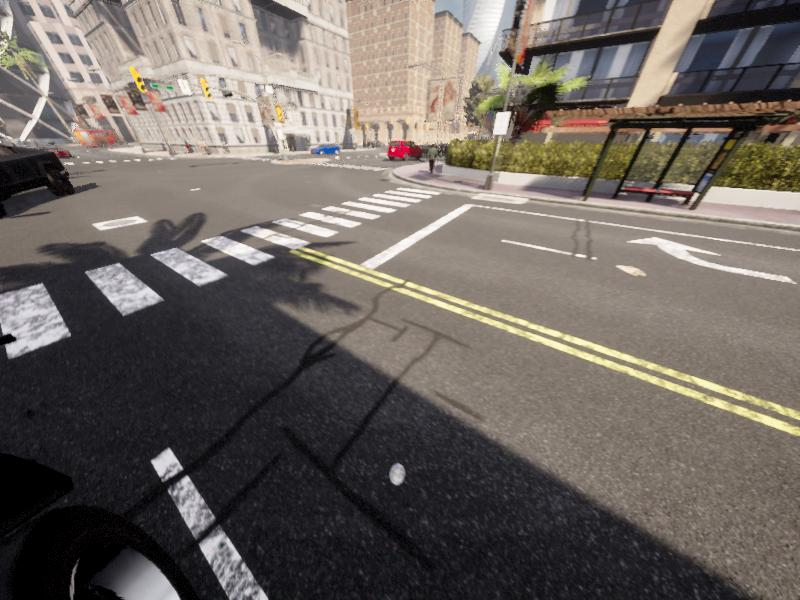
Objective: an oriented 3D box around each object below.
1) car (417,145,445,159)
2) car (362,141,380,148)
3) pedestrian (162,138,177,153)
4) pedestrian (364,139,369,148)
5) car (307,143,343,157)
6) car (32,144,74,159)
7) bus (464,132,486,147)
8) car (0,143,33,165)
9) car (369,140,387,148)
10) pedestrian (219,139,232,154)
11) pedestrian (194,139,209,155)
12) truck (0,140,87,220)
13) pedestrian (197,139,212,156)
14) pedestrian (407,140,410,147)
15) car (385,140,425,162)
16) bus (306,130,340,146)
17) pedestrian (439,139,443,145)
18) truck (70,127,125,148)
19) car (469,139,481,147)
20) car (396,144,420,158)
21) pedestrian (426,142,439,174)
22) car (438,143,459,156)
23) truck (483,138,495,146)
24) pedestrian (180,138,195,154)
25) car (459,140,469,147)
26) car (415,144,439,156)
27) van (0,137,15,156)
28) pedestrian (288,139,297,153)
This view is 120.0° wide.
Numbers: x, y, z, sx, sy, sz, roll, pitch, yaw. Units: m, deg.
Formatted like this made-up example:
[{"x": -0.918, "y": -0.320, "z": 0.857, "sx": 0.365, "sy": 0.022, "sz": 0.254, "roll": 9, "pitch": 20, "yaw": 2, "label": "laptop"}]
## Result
[{"x": 4.470, "y": -21.271, "z": 33.033, "sx": 1.837, "sy": 1.490, "sz": 4.892, "roll": 20, "pitch": 40, "yaw": 26, "label": "car"}, {"x": -7.878, "y": -42.365, "z": 62.966, "sx": 4.514, "sy": 1.525, "sz": 2.007, "roll": 20, "pitch": 40, "yaw": 26, "label": "car"}, {"x": -36.078, "y": -24.233, "z": 36.194, "sx": 0.751, "sy": 1.860, "sz": 0.751, "roll": 20, "pitch": 40, "yaw": 26, "label": "pedestrian"}, {"x": -8.384, "y": -38.934, "z": 57.468, "sx": 0.751, "sy": 1.860, "sz": 0.751, "roll": 10, "pitch": 36, "yaw": 13, "label": "pedestrian"}, {"x": -11.397, "y": -23.114, "z": 35.453, "sx": 1.882, "sy": 1.535, "sz": 5.008, "roll": 20, "pitch": 40, "yaw": 26, "label": "car"}, {"x": -42.190, "y": -18.080, "z": 28.084, "sx": 4.181, "sy": 1.385, "sz": 1.994, "roll": 20, "pitch": 40, "yaw": 26, "label": "car"}, {"x": 27.355, "y": -58.629, "z": 84.173, "sx": 3.944, "sy": 4.253, "sz": 10.273, "roll": 20, "pitch": 40, "yaw": 26, "label": "bus"}, {"x": -38.012, "y": -14.144, "z": 22.329, "sx": 5.366, "sy": 1.575, "sz": 1.801, "roll": 21, "pitch": 40, "yaw": 26, "label": "car"}, {"x": -6.274, "y": -44.261, "z": 65.562, "sx": 4.611, "sy": 1.667, "sz": 2.242, "roll": 19, "pitch": 39, "yaw": 24, "label": "car"}, {"x": -25.255, "y": -22.192, "z": 33.399, "sx": 0.751, "sy": 1.860, "sz": 0.751, "roll": -28, "pitch": 44, "yaw": -34, "label": "pedestrian"}, {"x": -27.631, "y": -21.320, "z": 32.128, "sx": 0.751, "sy": 1.860, "sz": 0.751, "roll": 23, "pitch": 41, "yaw": 29, "label": "pedestrian"}, {"x": -15.277, "y": -4.444, "z": 8.284, "sx": 2.390, "sy": 2.098, "sz": 6.274, "roll": -18, "pitch": 39, "yaw": -23, "label": "truck"}, {"x": -26.046, "y": -20.398, "z": 30.831, "sx": 0.751, "sy": 1.860, "sz": 0.751, "roll": 28, "pitch": 43, "yaw": 33, "label": "pedestrian"}, {"x": 2.481, "y": -45.930, "z": 67.834, "sx": 0.751, "sy": 1.860, "sz": 0.751, "roll": 25, "pitch": 42, "yaw": 30, "label": "pedestrian"}, {"x": 0.688, "y": -18.109, "z": 27.998, "sx": 2.150, "sy": 2.045, "sz": 5.566, "roll": 20, "pitch": 40, "yaw": 26, "label": "car"}, {"x": -24.897, "y": -52.268, "z": 74.539, "sx": 10.273, "sy": 4.253, "sz": 3.944, "roll": 21, "pitch": 40, "yaw": 26, "label": "bus"}, {"x": 14.794, "y": -56.888, "z": 83.335, "sx": 0.751, "sy": 1.860, "sz": 0.751, "roll": 20, "pitch": 39, "yaw": 25, "label": "pedestrian"}, {"x": -72.432, "y": -39.174, "z": 55.713, "sx": 2.891, "sy": 3.827, "sz": 8.468, "roll": -8, "pitch": 36, "yaw": -12, "label": "truck"}, {"x": 24.906, "y": -51.947, "z": 76.547, "sx": 2.150, "sy": 2.045, "sz": 5.566, "roll": 20, "pitch": 40, "yaw": 26, "label": "car"}, {"x": 1.183, "y": -22.091, "z": 34.115, "sx": 1.789, "sy": 1.549, "sz": 3.705, "roll": 20, "pitch": 40, "yaw": 26, "label": "car"}, {"x": 2.285, "y": -9.975, "z": 16.266, "sx": 0.751, "sy": 1.860, "sz": 0.751, "roll": 6, "pitch": 35, "yaw": 7, "label": "pedestrian"}, {"x": 7.887, "y": -24.359, "z": 37.377, "sx": 1.851, "sy": 1.617, "sz": 3.988, "roll": 20, "pitch": 40, "yaw": 26, "label": "car"}, {"x": 34.011, "y": -60.238, "z": 88.097, "sx": 2.627, "sy": 2.467, "sz": 5.204, "roll": 20, "pitch": 40, "yaw": 26, "label": "truck"}, {"x": -31.527, "y": -22.839, "z": 34.253, "sx": 0.751, "sy": 1.860, "sz": 0.751, "roll": 21, "pitch": 40, "yaw": 27, "label": "pedestrian"}, {"x": 21.539, "y": -52.603, "z": 77.594, "sx": 1.905, "sy": 1.878, "sz": 3.866, "roll": 20, "pitch": 40, "yaw": 26, "label": "car"}, {"x": 4.516, "y": -25.051, "z": 38.399, "sx": 2.007, "sy": 1.525, "sz": 4.514, "roll": 21, "pitch": 40, "yaw": 26, "label": "car"}, {"x": -53.994, "y": -20.514, "z": 30.888, "sx": 4.442, "sy": 1.987, "sz": 1.775, "roll": 22, "pitch": 41, "yaw": 28, "label": "van"}, {"x": -17.581, "y": -25.177, "z": 37.740, "sx": 0.751, "sy": 1.860, "sz": 0.751, "roll": -29, "pitch": 45, "yaw": -35, "label": "pedestrian"}]
